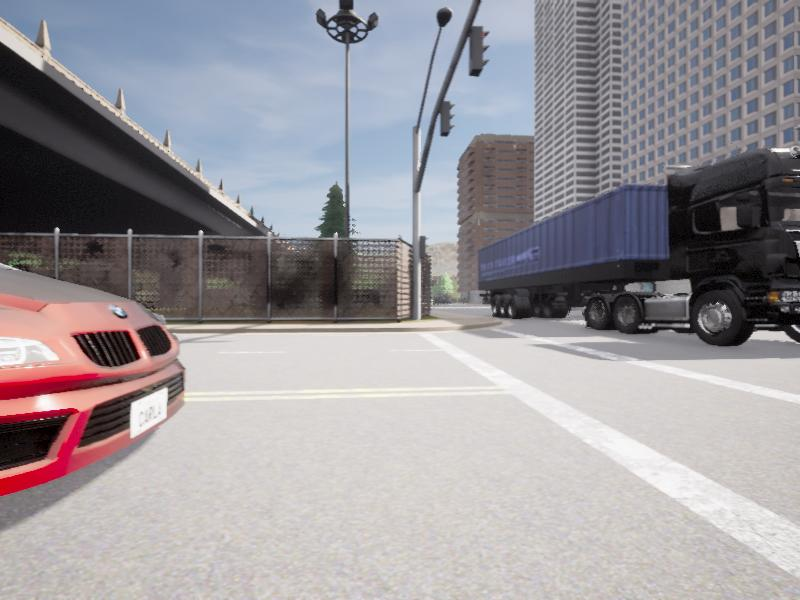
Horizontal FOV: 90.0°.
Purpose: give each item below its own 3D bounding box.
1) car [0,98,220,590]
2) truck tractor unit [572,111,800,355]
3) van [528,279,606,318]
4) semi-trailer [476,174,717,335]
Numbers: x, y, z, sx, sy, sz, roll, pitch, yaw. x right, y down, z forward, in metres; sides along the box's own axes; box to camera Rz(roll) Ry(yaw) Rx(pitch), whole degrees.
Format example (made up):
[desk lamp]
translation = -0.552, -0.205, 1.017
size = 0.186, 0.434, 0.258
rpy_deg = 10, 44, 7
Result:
[car]
translation = -3.755, 0.153, 2.154
size = 4.611, 1.667, 2.242
rpy_deg = 0, 0, -6
[truck tractor unit]
translation = 7.575, -1.143, 10.270
size = 3.053, 4.208, 6.516
rpy_deg = 0, 0, -6
[van]
translation = 9.457, -0.078, 23.109
size = 2.069, 2.038, 4.480
rpy_deg = 0, 0, -10
[semi-trailer]
translation = 6.811, -1.264, 18.144
size = 2.717, 4.402, 14.254
rpy_deg = 0, 0, -6
